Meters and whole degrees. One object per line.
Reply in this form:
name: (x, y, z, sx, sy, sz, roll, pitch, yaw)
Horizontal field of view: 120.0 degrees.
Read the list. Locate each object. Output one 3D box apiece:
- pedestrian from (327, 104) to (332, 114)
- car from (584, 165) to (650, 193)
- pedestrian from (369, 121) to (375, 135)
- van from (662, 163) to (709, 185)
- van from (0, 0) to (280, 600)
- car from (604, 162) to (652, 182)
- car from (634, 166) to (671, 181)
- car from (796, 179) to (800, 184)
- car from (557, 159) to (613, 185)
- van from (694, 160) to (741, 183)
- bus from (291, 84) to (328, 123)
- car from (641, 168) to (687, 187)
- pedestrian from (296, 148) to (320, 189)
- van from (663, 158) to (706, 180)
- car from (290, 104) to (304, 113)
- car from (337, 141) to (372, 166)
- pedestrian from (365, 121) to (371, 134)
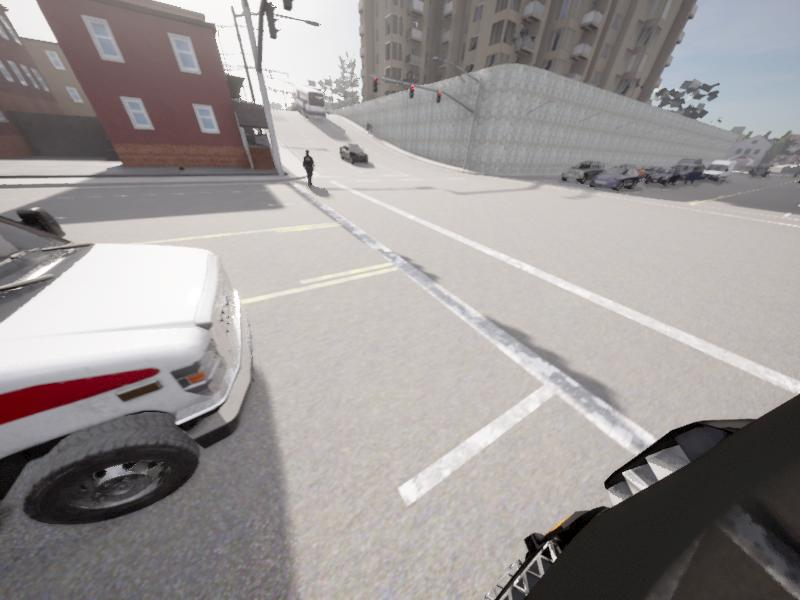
pedestrian: (-16.938, -45.637, 55.236, 0.751, 1.860, 0.751, -16, 38, -26)
car: (17.582, -9.868, 18.711, 4.856, 1.649, 2.033, -16, 38, -27)
pedestrian: (-5.081, -30.808, 41.366, 0.751, 1.860, 0.751, -17, 38, -27)
van: (32.623, -14.404, 26.394, 4.442, 1.987, 1.775, -16, 38, -26)
van: (-4.214, 0.589, 0.536, 6.366, 2.431, 2.351, -16, 38, -26)
car: (26.212, -14.718, 26.532, 4.553, 1.767, 2.097, -16, 38, -26)
car: (32.861, -16.512, 30.046, 4.193, 1.474, 1.816, -16, 38, -26)
car: (66.261, -19.373, 37.149, 4.718, 1.301, 1.895, -16, 38, -26)
car: (17.704, -12.293, 22.124, 4.605, 1.855, 1.932, -18, 39, -25)
van: (44.298, -18.021, 32.248, 5.915, 2.561, 1.988, -17, 39, -26)
bus: (-17.596, -38.169, 44.773, 3.944, 4.253, 10.273, -16, 49, -26)
car: (26.999, -12.588, 23.634, 3.633, 1.501, 1.845, -16, 38, -26)
pedestrian: (-4.968, -7.174, 12.616, 0.751, 1.860, 0.751, 0, 34, -5)
van: (43.101, -19.925, 35.013, 5.915, 2.561, 1.988, -17, 39, -25)
car: (-24.025, -44.637, 53.793, 1.895, 1.301, 4.718, -16, 40, -26)
car: (-5.039, -16.150, 25.377, 1.930, 1.638, 5.238, -16, 44, -26)
pedestrian: (-5.656, -30.633, 41.055, 0.751, 1.860, 0.751, -20, 40, -31)
